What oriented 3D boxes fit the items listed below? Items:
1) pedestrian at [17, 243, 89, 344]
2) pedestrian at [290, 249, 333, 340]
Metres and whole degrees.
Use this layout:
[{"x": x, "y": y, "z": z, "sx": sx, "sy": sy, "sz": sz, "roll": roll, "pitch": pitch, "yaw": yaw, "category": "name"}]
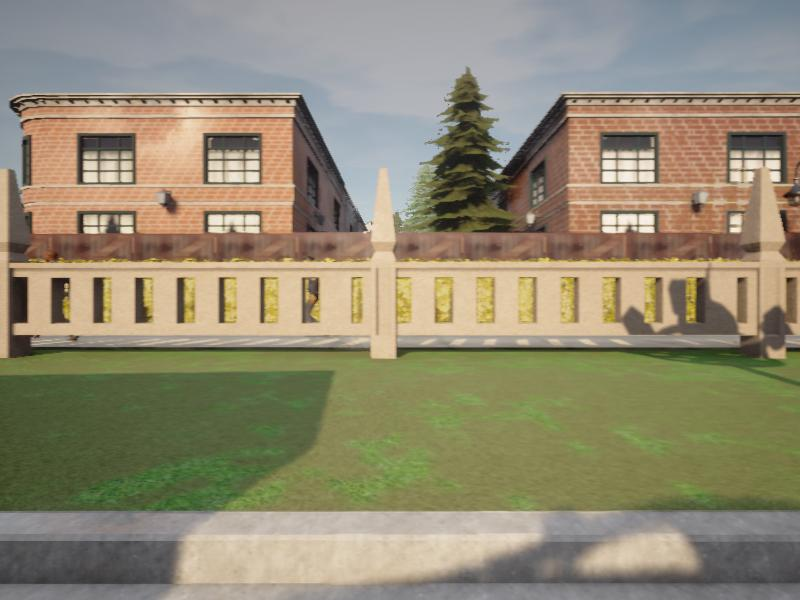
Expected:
[{"x": -6.686, "y": -0.115, "z": 7.756, "sx": 0.751, "sy": 1.860, "sz": 0.751, "roll": 0, "pitch": 0, "yaw": -2, "category": "pedestrian"}, {"x": -1.885, "y": -0.115, "z": 8.620, "sx": 0.751, "sy": 1.860, "sz": 0.751, "roll": 0, "pitch": 0, "yaw": 0, "category": "pedestrian"}]
